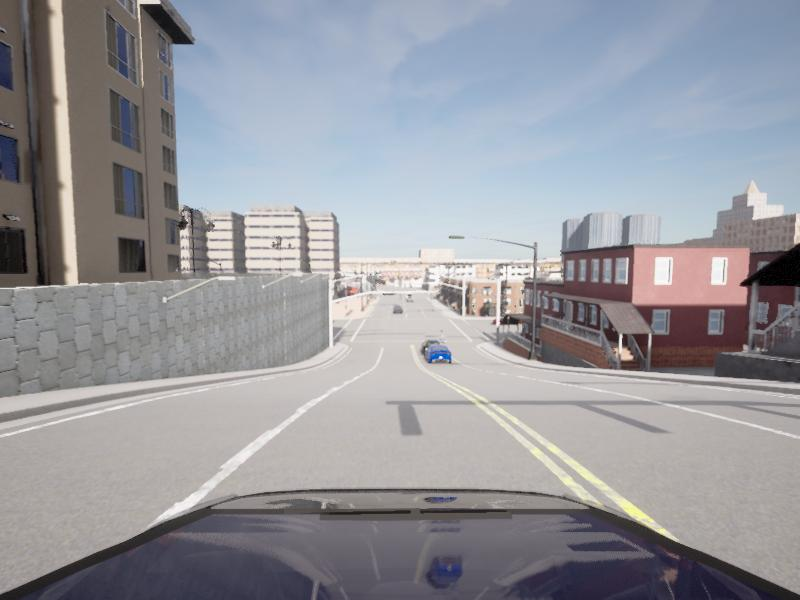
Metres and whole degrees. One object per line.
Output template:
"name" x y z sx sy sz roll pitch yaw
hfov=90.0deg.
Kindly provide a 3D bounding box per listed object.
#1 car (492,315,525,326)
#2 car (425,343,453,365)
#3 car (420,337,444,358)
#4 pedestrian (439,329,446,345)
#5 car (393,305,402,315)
"car" 17.906 3.433 66.266 5.008 1.535 1.882 0 4 0
"car" 3.301 4.625 34.658 1.882 1.535 5.008 0 -4 0
"car" 3.263 4.812 41.194 2.033 1.649 4.856 0 -1 0
"pedestrian" 5.192 4.506 48.953 0.751 1.860 0.751 1 4 8
"car" -0.480 2.010 84.536 1.930 1.638 5.238 0 4 0
